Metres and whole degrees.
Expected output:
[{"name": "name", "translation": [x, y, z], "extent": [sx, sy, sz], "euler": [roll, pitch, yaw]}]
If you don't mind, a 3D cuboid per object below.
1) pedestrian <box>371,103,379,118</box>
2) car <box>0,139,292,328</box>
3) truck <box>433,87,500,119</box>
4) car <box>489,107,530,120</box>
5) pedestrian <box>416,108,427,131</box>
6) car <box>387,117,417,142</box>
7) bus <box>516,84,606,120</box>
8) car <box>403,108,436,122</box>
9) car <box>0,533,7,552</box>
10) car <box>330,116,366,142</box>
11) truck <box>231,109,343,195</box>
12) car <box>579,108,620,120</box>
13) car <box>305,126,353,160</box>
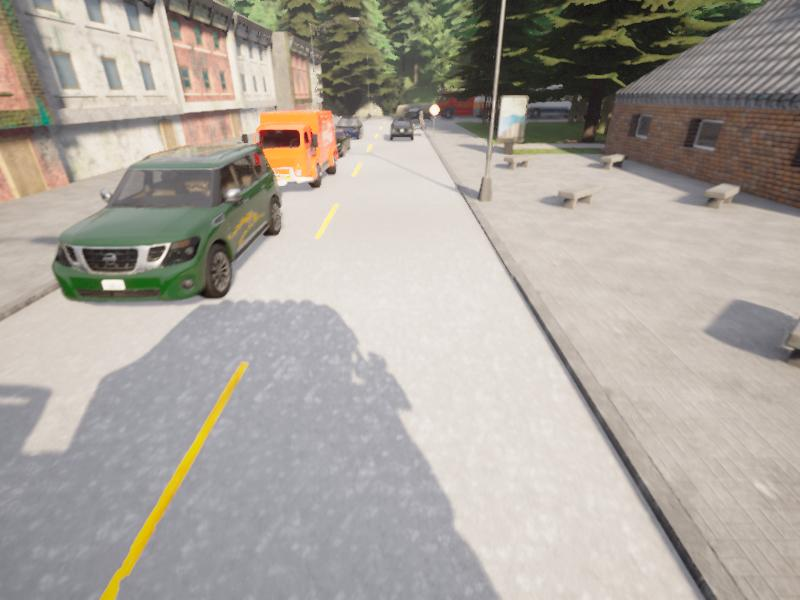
[{"name": "pedestrian", "translation": [-3.506, -26.365, 55.571], "extent": [0.751, 1.860, 0.751], "euler": [-16, 31, -28]}, {"name": "car", "translation": [-3.978, -1.781, 7.852], "extent": [2.150, 2.045, 5.566], "euler": [0, 27, 0]}, {"name": "truck", "translation": [9.127, -27.389, 55.649], "extent": [8.468, 3.827, 2.891], "euler": [-3, 27, -5]}, {"name": "car", "translation": [14.382, -24.569, 52.737], "extent": [4.892, 1.490, 1.837], "euler": [1, 27, 1]}, {"name": "pedestrian", "translation": [2.010, -16.656, 36.915], "extent": [0.751, 1.860, 0.751], "euler": [-10, 29, -18]}, {"name": "car", "translation": [0.133, -13.024, 30.420], "extent": [2.033, 1.411, 5.357], "euler": [0, 27, 0]}, {"name": "bus", "translation": [22.088, -27.450, 55.507], "extent": [10.273, 4.253, 3.944], "euler": [0, 27, 0]}, {"name": "car", "translation": [2.507, -23.204, 50.099], "extent": [1.837, 1.490, 4.892], "euler": [16, 31, 29]}, {"name": "car", "translation": [-3.985, 2.201, 0.681], "extent": [2.007, 1.525, 4.514], "euler": [0, 27, 0]}, {"name": "car", "translation": [-3.870, -13.204, 30.679], "extent": [2.163, 1.488, 4.792], "euler": [0, 27, 0]}, {"name": "truck", "translation": [-3.939, -5.866, 15.329], "extent": [2.627, 2.467, 5.204], "euler": [0, 27, 0]}, {"name": "car", "translation": [26.221, -24.483, 52.695], "extent": [4.181, 1.385, 1.994], "euler": [0, 27, 0]}, {"name": "car", "translation": [-3.897, -8.990, 22.689], "extent": [1.895, 1.301, 4.718], "euler": [0, 27, 0]}]
